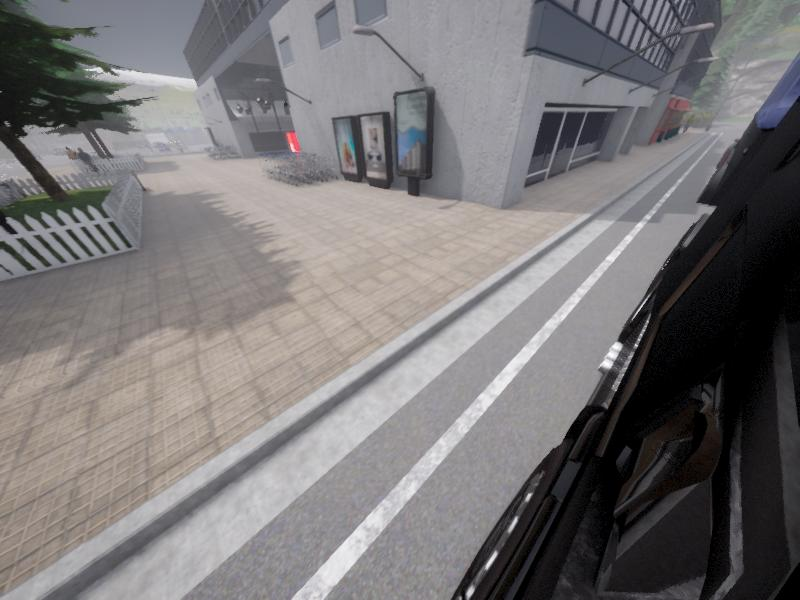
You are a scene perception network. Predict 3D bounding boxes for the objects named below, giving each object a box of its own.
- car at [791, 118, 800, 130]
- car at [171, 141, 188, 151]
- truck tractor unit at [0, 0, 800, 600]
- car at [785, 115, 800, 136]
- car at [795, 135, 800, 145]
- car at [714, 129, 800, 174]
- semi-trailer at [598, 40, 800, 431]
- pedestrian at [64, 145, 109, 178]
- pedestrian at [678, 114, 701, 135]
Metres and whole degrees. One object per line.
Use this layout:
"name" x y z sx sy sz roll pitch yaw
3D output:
"car" 49.986 -20.896 26.909 4.674 1.442 1.812 -1 35 3
"car" -46.797 -32.694 48.957 1.970 1.475 3.806 -30 45 -31
"truck tractor unit" 2.645 -0.295 0.351 6.516 4.208 3.053 -28 44 -30
"car" 39.208 -16.732 22.086 3.705 1.549 1.789 -29 44 -30
"car" 30.781 -12.052 16.422 4.514 1.525 2.007 -29 44 -31
"car" 16.825 -7.040 10.795 4.181 1.385 1.994 -29 44 -31
"semi-trailer" 8.694 -3.616 4.222 14.254 4.402 2.717 -28 44 -30
"pedestrian" -21.874 -9.683 16.177 0.751 1.860 0.751 -2 37 0
"pedestrian" 32.742 -19.901 26.190 0.751 1.860 0.751 20 42 27
